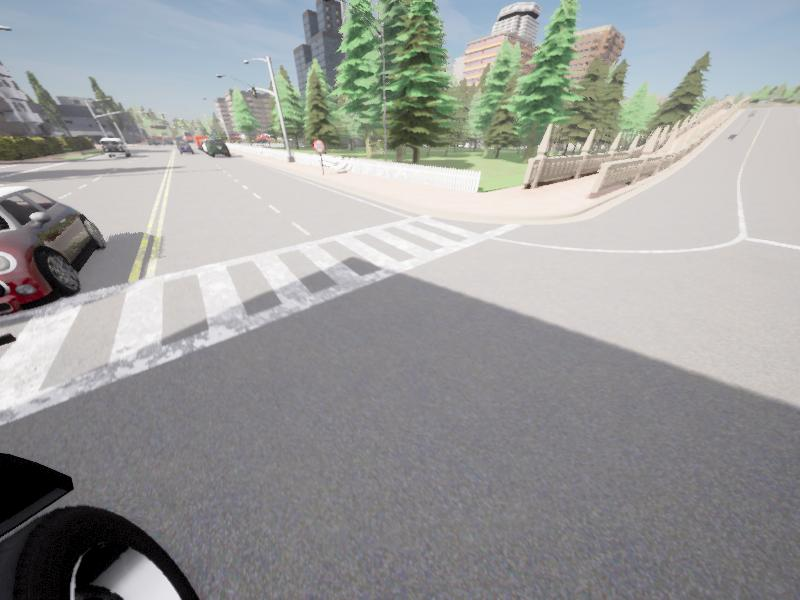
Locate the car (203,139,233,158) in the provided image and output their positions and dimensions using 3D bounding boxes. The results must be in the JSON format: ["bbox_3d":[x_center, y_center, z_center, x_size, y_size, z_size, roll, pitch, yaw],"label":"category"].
[{"bbox_3d":[-25.181,-20.940,31.890,2.150,2.045,5.566,-24,42,-31],"label":"car"}]

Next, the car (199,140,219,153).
[{"bbox_3d":[-34.170,-27.476,41.287,1.932,1.855,4.605,-24,42,-31],"label":"car"}]

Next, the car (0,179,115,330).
[{"bbox_3d":[-7.091,-0.942,3.928,1.970,1.475,3.806,-24,42,-31],"label":"car"}]

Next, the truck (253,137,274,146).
[{"bbox_3d":[-44.626,-51.803,75.600,5.204,2.467,2.627,-25,42,-32],"label":"truck"}]

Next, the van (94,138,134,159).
[{"bbox_3d":[-36.282,-19.390,29.474,2.069,2.038,4.480,-24,42,-31],"label":"van"}]

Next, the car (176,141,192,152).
[{"bbox_3d":[-42.110,-29.955,44.979,1.801,1.575,5.366,-24,42,-31],"label":"car"}]

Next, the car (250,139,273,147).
[{"bbox_3d":[-43.607,-49.515,72.686,5.566,2.045,2.150,-25,42,-32],"label":"car"}]

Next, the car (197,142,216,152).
[{"bbox_3d":[-38.204,-30.278,45.596,2.163,1.488,4.792,-24,42,-31],"label":"car"}]

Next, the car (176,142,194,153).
[{"bbox_3d":[-37.800,-26.741,40.521,1.816,1.474,4.193,-24,42,-31],"label":"car"}]

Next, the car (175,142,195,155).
[{"bbox_3d":[-33.897,-23.906,36.440,1.789,1.549,3.705,-24,42,-31],"label":"car"}]

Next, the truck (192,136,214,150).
[{"bbox_3d":[-42.136,-33.579,49.412,2.627,2.467,5.204,-24,42,-31],"label":"truck"}]

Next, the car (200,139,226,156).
[{"bbox_3d":[-29.694,-24.253,36.581,2.150,2.045,5.566,-24,42,-31],"label":"car"}]
